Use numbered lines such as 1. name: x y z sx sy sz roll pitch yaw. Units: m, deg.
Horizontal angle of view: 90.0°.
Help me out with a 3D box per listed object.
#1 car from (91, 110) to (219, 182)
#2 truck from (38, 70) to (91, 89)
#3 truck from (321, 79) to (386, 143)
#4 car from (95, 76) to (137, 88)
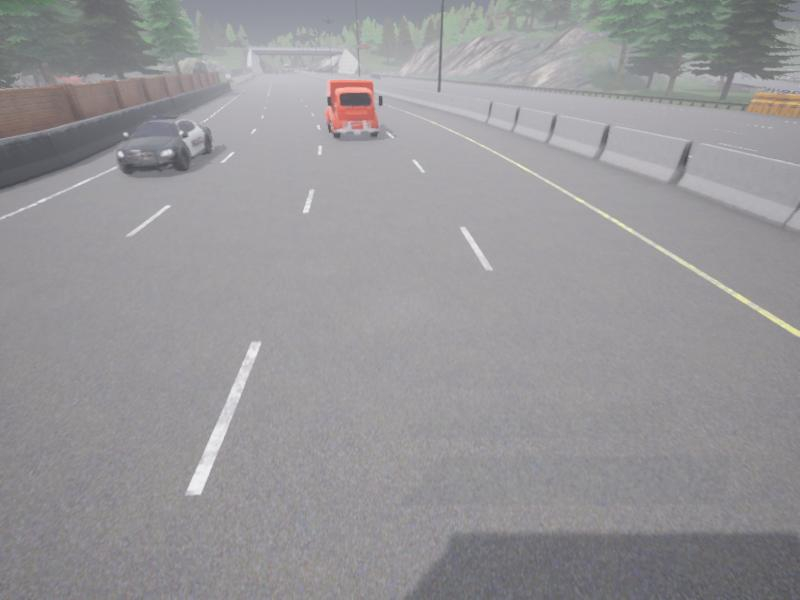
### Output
1. car: -8.270 -5.637 14.184 2.038 1.542 4.974 -5 31 -7
2. truck: -52.518 -34.622 62.757 5.204 2.467 2.627 -7 31 -12
3. truck: -2.417 -9.572 19.940 2.627 2.467 5.204 -5 31 -10
4. car: -45.728 -35.166 64.465 4.856 1.649 2.033 -8 31 -12
